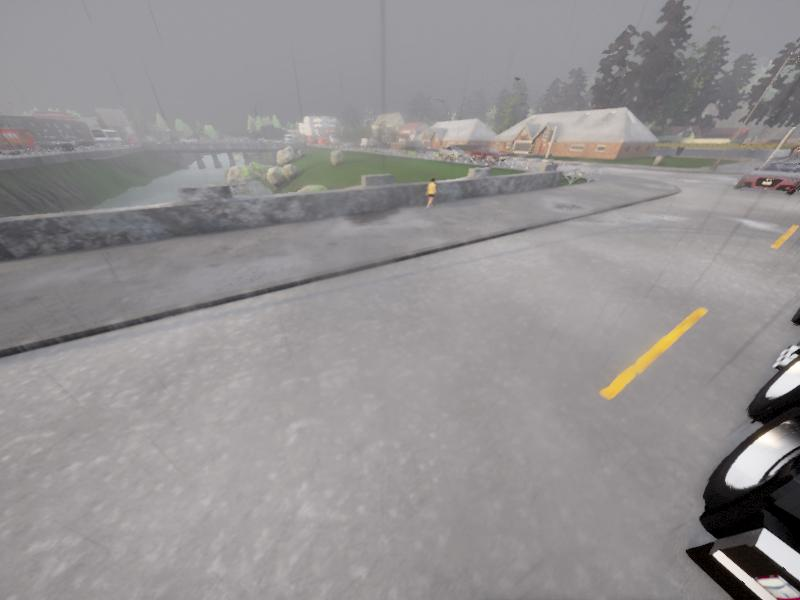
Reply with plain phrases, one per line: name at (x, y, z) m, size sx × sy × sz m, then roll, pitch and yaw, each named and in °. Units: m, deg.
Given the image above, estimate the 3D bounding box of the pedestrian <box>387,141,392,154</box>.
pedestrian at (-1.897, -27.785, 42.058) m, size 0.751 × 1.860 × 0.751 m, roll 0°, pitch 35°, yaw 0°

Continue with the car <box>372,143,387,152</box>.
car at (-4.757, -34.730, 52.457) m, size 1.851 × 1.617 × 3.988 m, roll -18°, pitch 39°, yaw -24°

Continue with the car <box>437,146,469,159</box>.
car at (7.779, -22.030, 34.398) m, size 2.007 × 1.525 × 4.514 m, roll -18°, pitch 39°, yaw -24°

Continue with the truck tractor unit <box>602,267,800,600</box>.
truck tractor unit at (5.114, -0.296, 0.778) m, size 6.516 × 4.208 × 3.053 m, roll -18°, pitch 39°, yaw -24°

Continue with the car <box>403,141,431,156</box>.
car at (2.878, -27.195, 41.320) m, size 2.150 × 2.045 × 5.566 m, roll -18°, pitch 39°, yaw -24°

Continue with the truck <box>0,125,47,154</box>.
truck at (-67.789, -28.005, 40.255) m, size 2.891 × 3.827 × 8.468 m, roll -18°, pitch 39°, yaw -24°

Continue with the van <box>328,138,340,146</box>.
van at (-25.105, -60.267, 88.235) m, size 2.351 × 2.431 × 6.366 m, roll -18°, pitch 39°, yaw -24°

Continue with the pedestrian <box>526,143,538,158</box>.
pedestrian at (19.009, -21.574, 33.330) m, size 0.751 × 1.860 × 0.751 m, roll -18°, pitch 39°, yaw -24°

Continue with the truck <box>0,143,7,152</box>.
truck at (-71.167, -26.223, 38.852) m, size 2.627 × 2.467 × 5.204 m, roll -18°, pitch 39°, yaw -24°

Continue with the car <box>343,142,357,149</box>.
car at (-14.373, -44.442, 66.336) m, size 2.038 × 1.542 × 4.974 m, roll -18°, pitch 39°, yaw -24°

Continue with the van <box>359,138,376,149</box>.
van at (-9.365, -44.358, 65.529) m, size 2.351 × 2.431 × 6.366 m, roll -18°, pitch 39°, yaw -24°

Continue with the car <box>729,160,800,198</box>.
car at (20.836, -6.780, 12.746) m, size 4.181 × 1.385 × 1.994 m, roll -18°, pitch 39°, yaw -24°

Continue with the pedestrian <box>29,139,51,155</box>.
pedestrian at (-53.115, -22.564, 34.079) m, size 0.751 × 1.860 × 0.751 m, roll -17°, pitch 38°, yaw -23°

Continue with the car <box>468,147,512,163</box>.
car at (11.283, -18.529, 29.390) m, size 1.882 × 1.535 × 5.008 m, roll -17°, pitch 39°, yaw -24°

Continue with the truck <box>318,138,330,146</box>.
truck at (-28.604, -59.187, 86.618) m, size 2.627 × 2.467 × 5.204 m, roll -18°, pitch 39°, yaw -24°

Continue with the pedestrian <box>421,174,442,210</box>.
pedestrian at (1.153, -3.996, 8.571) m, size 0.500 × 1.100 × 0.500 m, roll -22°, pitch 41°, yaw -29°
